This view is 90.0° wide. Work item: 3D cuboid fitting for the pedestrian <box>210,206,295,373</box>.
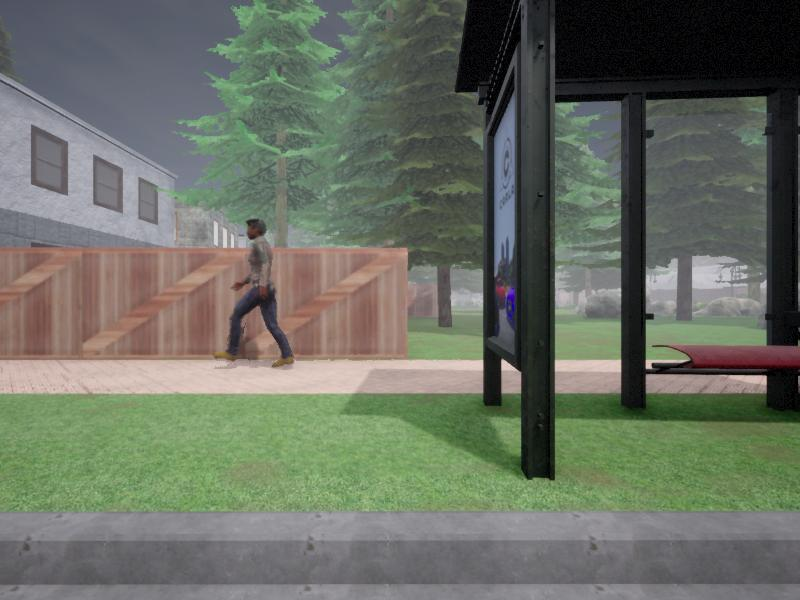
[{"bbox_3d":[-1.743,-0.115,4.841,0.751,1.860,0.751,0,0,0],"label":"pedestrian"}]
